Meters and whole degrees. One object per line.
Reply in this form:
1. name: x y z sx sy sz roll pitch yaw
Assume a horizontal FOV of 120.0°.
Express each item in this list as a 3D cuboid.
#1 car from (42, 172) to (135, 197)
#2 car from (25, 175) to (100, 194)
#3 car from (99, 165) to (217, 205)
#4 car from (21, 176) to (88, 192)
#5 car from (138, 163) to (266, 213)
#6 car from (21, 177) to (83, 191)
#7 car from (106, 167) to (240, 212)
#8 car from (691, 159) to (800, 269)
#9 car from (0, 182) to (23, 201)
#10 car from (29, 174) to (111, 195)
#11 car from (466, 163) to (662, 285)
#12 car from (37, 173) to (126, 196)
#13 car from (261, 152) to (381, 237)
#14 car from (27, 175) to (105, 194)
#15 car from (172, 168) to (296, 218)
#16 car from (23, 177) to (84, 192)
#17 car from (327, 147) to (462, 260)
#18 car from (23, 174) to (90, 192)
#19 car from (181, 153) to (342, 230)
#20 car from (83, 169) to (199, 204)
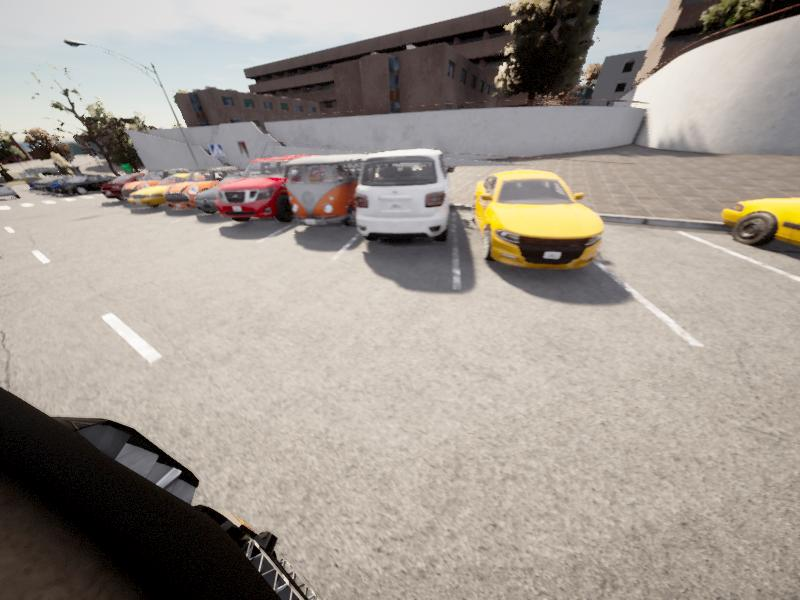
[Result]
1. car: -30.464 -11.526 22.919 2.097 1.535 5.008 3 33 10
2. car: -43.146 -14.928 29.727 2.231 1.521 4.892 4 33 13
3. car: -15.048 -7.514 14.885 2.185 1.767 4.553 3 33 10
4. car: -50.576 -17.104 34.030 2.097 1.535 5.008 4 33 14
5. car: -9.905 -6.094 12.246 2.185 1.767 4.553 3 34 10
6. car: -55.457 -18.613 36.997 2.231 1.521 4.892 5 33 15
7. car: -12.504 -6.586 13.451 1.946 1.575 5.366 3 33 10
8. car: 8.139 -0.962 3.306 1.946 1.575 5.366 4 34 10
9. car: -40.972 -11.119 23.612 3.633 1.501 1.845 15 38 28
10. car: -38.111 -13.538 26.952 2.231 1.521 4.892 3 33 12
11. car: 2.964 -2.343 5.755 2.097 1.535 5.008 4 34 9
12. car: -33.020 -12.197 24.259 2.097 1.535 5.008 3 33 11
13. car: -2.215 -3.934 8.138 1.878 1.987 4.442 4 34 10
14. car: -40.636 -14.228 28.331 2.231 1.521 4.892 3 33 12
15. car: -7.331 -5.225 10.999 2.002 1.452 4.674 4 34 10
16. car: -53.013 -17.822 35.530 2.002 1.452 4.674 5 33 14
17. car: 0.377 -3.303 6.937 2.435 2.045 5.566 3 34 10
18. car: -48.109 -16.492 32.539 2.185 1.767 4.553 5 33 13
19. car: -4.771 -4.729 9.502 2.435 2.045 5.566 4 34 10
20. car: -17.625 -8.089 16.246 2.097 1.535 5.008 3 33 10
